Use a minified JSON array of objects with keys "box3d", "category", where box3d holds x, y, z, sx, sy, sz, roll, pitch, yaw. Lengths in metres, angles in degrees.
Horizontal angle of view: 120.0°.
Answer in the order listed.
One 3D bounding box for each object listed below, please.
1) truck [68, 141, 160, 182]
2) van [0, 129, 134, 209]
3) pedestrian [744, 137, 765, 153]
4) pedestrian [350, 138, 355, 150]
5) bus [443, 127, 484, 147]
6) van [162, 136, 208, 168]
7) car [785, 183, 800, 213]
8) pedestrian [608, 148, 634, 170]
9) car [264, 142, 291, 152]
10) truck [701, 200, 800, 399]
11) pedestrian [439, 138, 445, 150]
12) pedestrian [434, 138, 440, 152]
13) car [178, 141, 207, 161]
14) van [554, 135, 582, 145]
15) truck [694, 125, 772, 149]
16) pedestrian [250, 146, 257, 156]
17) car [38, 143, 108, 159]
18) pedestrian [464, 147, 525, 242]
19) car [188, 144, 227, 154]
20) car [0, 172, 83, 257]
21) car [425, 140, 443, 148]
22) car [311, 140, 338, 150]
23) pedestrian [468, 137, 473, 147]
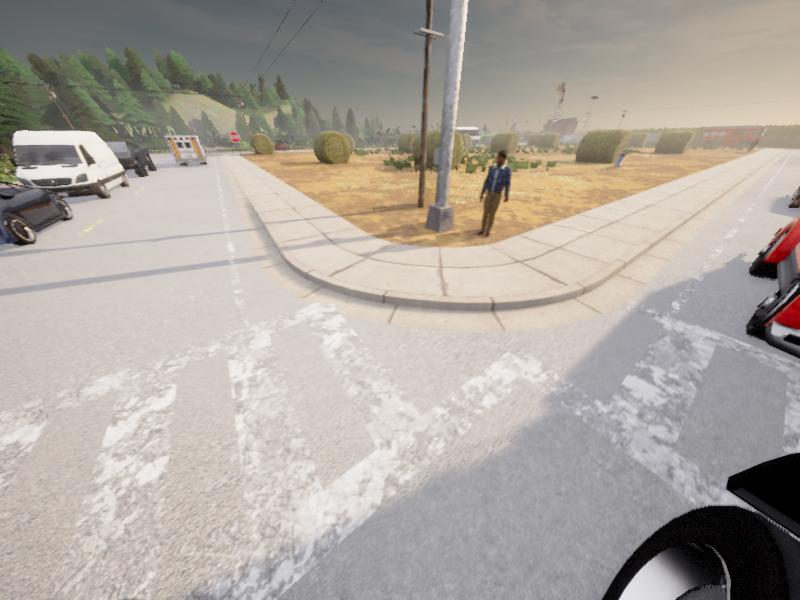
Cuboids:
[{"box3d":[-20.050,-10.229,16.725,2.390,2.098,6.274,-21,40,-27],"category":"truck"},{"box3d":[-15.364,-6.381,10.867,1.988,2.561,5.915,-21,40,-27],"category":"van"},{"box3d":[49.106,-21.501,32.010,0.751,1.860,0.751,-19,39,-24],"category":"pedestrian"},{"box3d":[-9.217,-30.089,44.576,0.751,1.860,0.751,-6,36,-8],"category":"pedestrian"},{"box3d":[16.955,-43.808,62.034,10.273,4.253,3.944,-20,40,-24],"category":"bus"},{"box3d":[-21.539,-15.238,23.536,2.351,2.431,6.366,-21,40,-27],"category":"van"},{"box3d":[16.088,-3.979,8.202,4.181,1.385,1.994,-23,41,-28],"category":"car"},{"box3d":[16.435,-10.509,17.189,0.751,1.300,0.751,-17,39,-23],"category":"pedestrian"},{"box3d":[-24.245,-30.440,45.824,4.193,1.474,1.816,-20,40,-25],"category":"car"},{"box3d":[6.616,-0.566,2.490,5.204,2.467,2.627,-22,41,-28],"category":"truck"},{"box3d":[7.841,-29.180,43.166,0.751,1.860,0.751,12,37,17],"category":"pedestrian"},{"box3d":[6.123,-25.831,38.445,0.751,1.860,0.751,5,36,8],"category":"pedestrian"},{"box3d":[-25.554,-18.449,28.572,1.905,1.878,3.866,-21,40,-27],"category":"car"},{"box3d":[53.822,-51.451,74.192,2.351,2.431,6.366,-25,42,-31],"category":"van"},{"box3d":[70.001,-34.522,48.925,2.891,3.827,8.468,-22,40,-27],"category":"truck"},{"box3d":[-20.412,-20.751,32.159,0.500,1.100,0.500,-26,43,-31],"category":"pedestrian"},{"box3d":[-45.178,-20.773,32.160,5.238,1.638,1.930,-19,40,-25],"category":"car"},{"box3d":[2.150,-2.433,5.394,0.751,1.860,0.751,23,41,29],"category":"pedestrian"},{"box3d":[-33.472,-26.324,40.237,1.895,1.301,4.718,26,43,32],"category":"car"},{"box3d":[-11.180,-2.334,6.124,1.994,1.385,4.181,-21,40,-27],"category":"car"},{"box3d":[8.679,-39.684,58.655,4.193,1.474,1.816,-19,39,-25],"category":"car"},{"box3d":[-16.240,-33.322,49.708,4.856,1.649,2.033,-19,40,-25],"category":"car"},{"box3d":[17.473,-39.077,57.092,0.751,1.860,0.751,-5,36,-7],"category":"pedestrian"}]
